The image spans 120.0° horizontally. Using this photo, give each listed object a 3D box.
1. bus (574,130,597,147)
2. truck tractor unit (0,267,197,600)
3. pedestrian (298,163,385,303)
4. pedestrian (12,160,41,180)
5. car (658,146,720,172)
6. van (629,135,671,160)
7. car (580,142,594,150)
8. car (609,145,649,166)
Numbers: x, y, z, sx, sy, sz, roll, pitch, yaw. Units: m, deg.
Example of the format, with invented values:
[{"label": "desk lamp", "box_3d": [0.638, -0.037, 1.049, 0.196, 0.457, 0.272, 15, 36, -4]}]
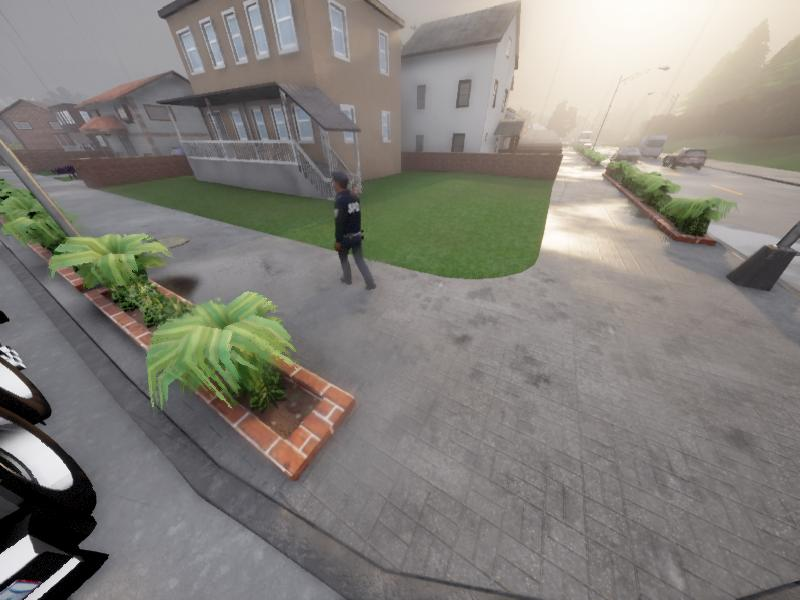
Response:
[{"label": "bus", "box_3d": [60.064, -52.448, 75.235, 3.944, 4.253, 10.273, 18, 39, 24]}, {"label": "truck tractor unit", "box_3d": [-5.117, -0.295, 0.775, 6.516, 4.208, 3.053, 18, 39, 24]}, {"label": "pedestrian", "box_3d": [-0.803, -1.019, 3.621, 0.751, 1.860, 0.751, 23, 41, 30]}, {"label": "pedestrian", "box_3d": [-25.333, -8.804, 15.670, 0.500, 1.100, 0.500, 18, 39, 24]}, {"label": "car", "box_3d": [25.666, -12.809, 20.803, 2.033, 1.649, 4.856, 20, 40, 26]}, {"label": "van", "box_3d": [33.107, -20.393, 30.850, 1.988, 2.561, 5.915, 18, 39, 25]}, {"label": "car", "box_3d": [49.618, -40.919, 61.288, 2.152, 1.651, 5.027, 18, 39, 24]}, {"label": "car", "box_3d": [24.414, -15.655, 24.889, 1.930, 1.638, 5.238, 19, 39, 25]}]
